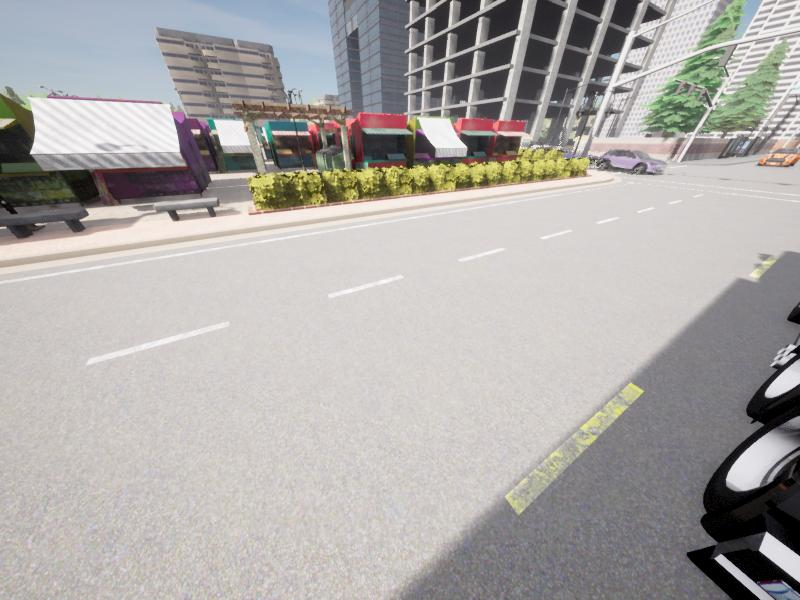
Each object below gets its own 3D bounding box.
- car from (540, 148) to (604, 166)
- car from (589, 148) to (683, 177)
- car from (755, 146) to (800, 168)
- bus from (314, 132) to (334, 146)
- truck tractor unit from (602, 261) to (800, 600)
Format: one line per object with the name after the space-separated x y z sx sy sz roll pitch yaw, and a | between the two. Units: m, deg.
19.140 -16.182 26.054 2.033 1.411 5.357 -18 39 -25 | car
18.945 -11.360 18.958 2.033 1.649 4.856 -7 36 -13 | car
41.595 -15.598 25.128 4.553 1.767 2.097 -18 39 -24 | car
-29.172 -61.415 88.127 3.944 4.253 10.273 -18 39 -25 | bus
5.104 -0.308 0.788 6.516 4.208 3.053 -19 39 -24 | truck tractor unit
